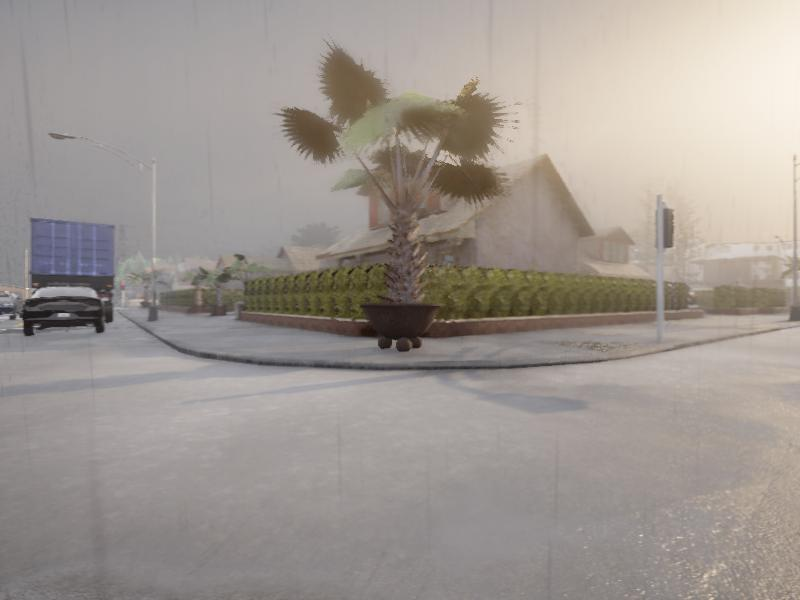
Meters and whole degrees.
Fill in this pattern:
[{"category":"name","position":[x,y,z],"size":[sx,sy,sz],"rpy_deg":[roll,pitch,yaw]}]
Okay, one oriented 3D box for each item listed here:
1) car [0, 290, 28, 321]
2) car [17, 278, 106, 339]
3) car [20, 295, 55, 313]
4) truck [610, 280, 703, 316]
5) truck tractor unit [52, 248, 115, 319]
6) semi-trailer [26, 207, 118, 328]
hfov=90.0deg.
[{"category":"car","position":[-23.258,0.280,23.060],"size":[2.152,1.651,5.027],"rpy_deg":[0,0,-37]},{"category":"car","position":[-11.049,0.244,13.386],"size":[1.930,1.638,5.238],"rpy_deg":[0,0,-37]},{"category":"car","position":[-34.741,0.340,38.440],"size":[2.033,1.649,4.856],"rpy_deg":[0,0,-37]},{"category":"truck","position":[16.307,-0.204,25.659],"size":[2.069,2.038,4.478],"rpy_deg":[0,2,-37]},{"category":"truck tractor unit","position":[-21.527,-0.998,27.428],"size":[3.053,4.208,6.516],"rpy_deg":[0,0,-37]},{"category":"semi-trailer","position":[-16.790,-1.128,21.090],"size":[2.717,4.402,14.254],"rpy_deg":[0,0,-37]}]
